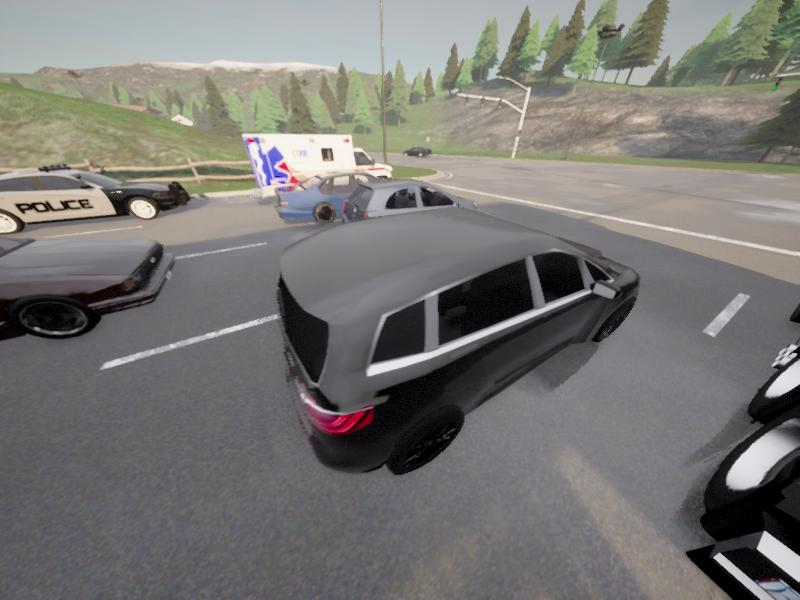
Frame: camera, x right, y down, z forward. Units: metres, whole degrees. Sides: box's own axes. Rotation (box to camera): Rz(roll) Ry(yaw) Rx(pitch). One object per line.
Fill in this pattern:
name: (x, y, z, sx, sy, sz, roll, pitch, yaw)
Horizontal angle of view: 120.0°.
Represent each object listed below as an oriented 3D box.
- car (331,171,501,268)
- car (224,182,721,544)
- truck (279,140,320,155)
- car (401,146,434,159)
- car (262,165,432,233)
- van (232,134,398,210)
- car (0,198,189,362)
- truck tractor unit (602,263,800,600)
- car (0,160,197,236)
car: (0.409, -2.275, 5.953, 3.633, 1.501, 1.845, -18, 39, -24)
car: (0.954, -0.209, 2.858, 4.611, 1.667, 2.242, -18, 39, -24)
truck: (-18.191, -27.656, 41.895, 6.274, 2.098, 2.390, 11, 36, 15)
car: (2.652, -22.746, 35.485, 4.892, 1.490, 1.837, 26, 42, 32)
car: (-1.684, -3.841, 8.314, 5.357, 1.411, 2.033, -18, 39, -24)
van: (-3.420, -6.004, 10.512, 6.366, 2.431, 2.351, -18, 39, -24)
car: (-6.384, -0.018, 2.776, 5.357, 1.411, 2.033, -18, 39, -24)
truck tractor unit: (5.104, -0.309, 0.781, 6.516, 4.208, 3.053, -19, 39, -24)
car: (-10.316, -3.445, 7.471, 5.238, 1.638, 1.930, -18, 39, -24)
